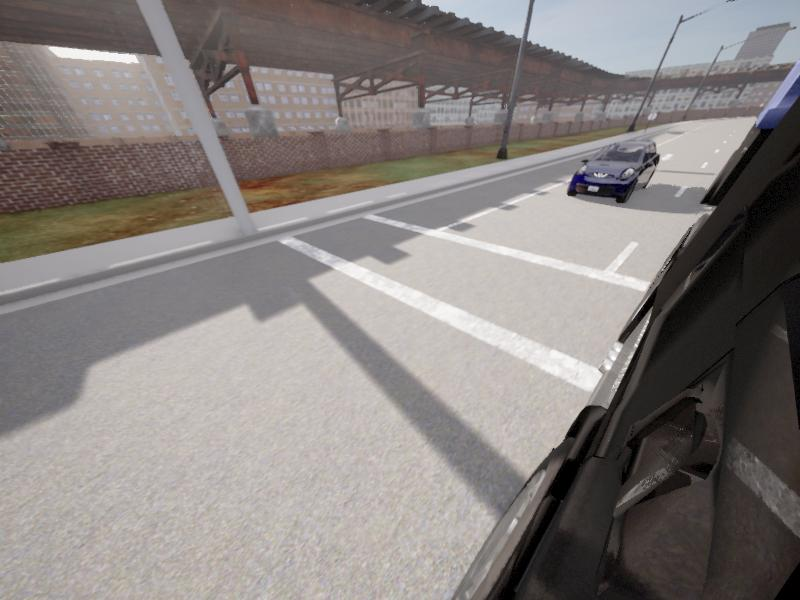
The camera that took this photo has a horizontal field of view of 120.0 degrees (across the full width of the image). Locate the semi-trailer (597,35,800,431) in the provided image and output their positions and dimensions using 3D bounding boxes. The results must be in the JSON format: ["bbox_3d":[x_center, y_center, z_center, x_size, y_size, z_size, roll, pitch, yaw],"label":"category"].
[{"bbox_3d":[8.720,-3.594,4.201,14.254,4.402,2.717,-28,43,-29],"label":"semi-trailer"}]

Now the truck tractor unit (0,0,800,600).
[{"bbox_3d":[2.645,-0.295,0.351,6.516,4.208,3.053,-28,44,-30],"label":"truck tractor unit"}]

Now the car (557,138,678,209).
[{"bbox_3d":[7.379,-4.471,7.879,3.633,1.501,1.845,-29,44,-30],"label":"car"}]
